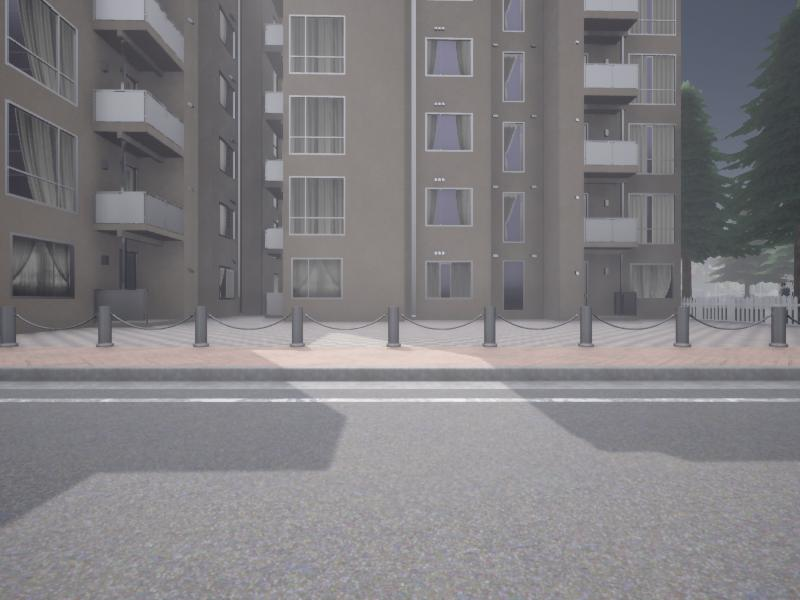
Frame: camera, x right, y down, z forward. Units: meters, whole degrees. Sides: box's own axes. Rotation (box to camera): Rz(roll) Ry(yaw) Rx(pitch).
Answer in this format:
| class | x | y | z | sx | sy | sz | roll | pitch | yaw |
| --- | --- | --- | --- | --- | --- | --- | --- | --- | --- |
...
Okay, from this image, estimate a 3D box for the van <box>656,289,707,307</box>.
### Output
| class | x | y | z | sx | sy | sz | roll | pitch | yaw |
| --- | --- | --- | --- | --- | --- | --- | --- | --- | --- |
| van | 40.253 | -0.277 | 57.331 | 5.915 | 2.561 | 1.988 | 0 | 0 | -1 |
